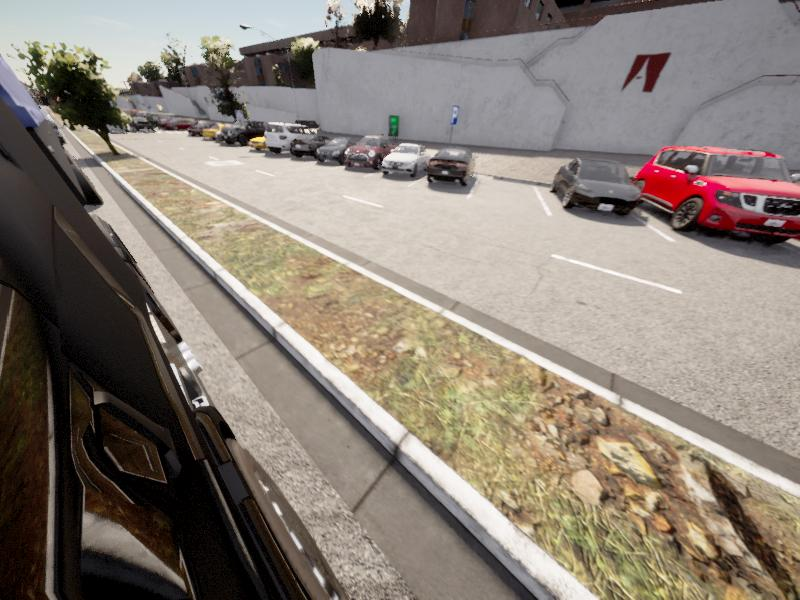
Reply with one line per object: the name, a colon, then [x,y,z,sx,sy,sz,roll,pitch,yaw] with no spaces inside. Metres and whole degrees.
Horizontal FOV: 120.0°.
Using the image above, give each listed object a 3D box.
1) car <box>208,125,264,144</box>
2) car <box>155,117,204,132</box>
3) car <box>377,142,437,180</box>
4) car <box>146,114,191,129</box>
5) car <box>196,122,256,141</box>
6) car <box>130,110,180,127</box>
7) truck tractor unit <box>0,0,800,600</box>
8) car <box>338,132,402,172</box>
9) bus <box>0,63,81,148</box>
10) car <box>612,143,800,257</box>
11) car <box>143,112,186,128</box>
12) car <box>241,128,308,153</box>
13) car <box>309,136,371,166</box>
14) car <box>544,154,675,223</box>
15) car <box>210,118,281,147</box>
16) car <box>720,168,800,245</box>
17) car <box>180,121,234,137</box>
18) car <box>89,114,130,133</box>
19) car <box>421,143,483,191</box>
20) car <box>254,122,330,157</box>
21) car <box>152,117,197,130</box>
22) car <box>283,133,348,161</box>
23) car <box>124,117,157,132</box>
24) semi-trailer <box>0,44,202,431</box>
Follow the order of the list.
car: [-17.794,-18.220,25.406,2.002,1.452,4.674,15,38,14]
car: [-33.852,-27.047,35.669,2.163,1.488,4.792,15,38,14]
car: [0.561,-8.276,13.512,2.002,1.452,4.674,14,38,14]
car: [-38.421,-29.690,38.507,2.185,1.767,4.553,15,38,14]
car: [-20.031,-19.614,26.994,1.946,1.575,5.366,15,38,14]
car: [-45.240,-33.557,42.813,2.435,2.045,5.566,15,38,14]
truck tractor unit: [-2.645,-0.295,0.351,6.516,4.208,3.053,28,44,30]
car: [-1.715,-9.654,14.931,2.185,1.767,4.553,14,38,14]
bus: [-29.127,-14.486,17.344,10.273,4.253,3.944,28,44,29]
car: [9.744,-3.589,7.324,2.435,2.045,5.566,14,38,14]
car: [-40.644,-31.107,40.020,1.878,1.987,4.442,15,38,14]
car: [-10.974,-14.393,20.799,1.946,1.575,5.366,15,38,14]
car: [-4.024,-10.734,16.501,2.002,1.452,4.674,15,38,14]
car: [7.435,-4.590,8.987,2.163,1.488,4.792,14,38,14]
car: [-15.492,-17.173,23.730,2.435,2.045,5.566,15,38,14]
car: [11.968,-2.077,5.853,1.946,1.575,5.366,14,38,14]
car: [-24.684,-21.994,29.791,2.163,1.488,4.792,15,38,14]
car: [-35.772,-21.789,28.483,4.611,1.667,2.242,29,44,29]
car: [2.849,-7.078,11.986,2.097,1.535,5.008,14,38,15]
car: [-8.599,-13.464,19.329,2.435,2.045,5.566,14,38,14]
car: [-36.144,-28.318,37.167,2.002,1.452,4.674,15,38,14]
car: [-6.320,-12.001,18.009,2.163,1.488,4.792,14,38,15]
car: [-35.124,-23.752,31.239,4.892,1.490,1.837,29,44,29]
semi-trailer: [-8.701,-3.596,4.234,14.254,4.402,2.717,28,44,30]
